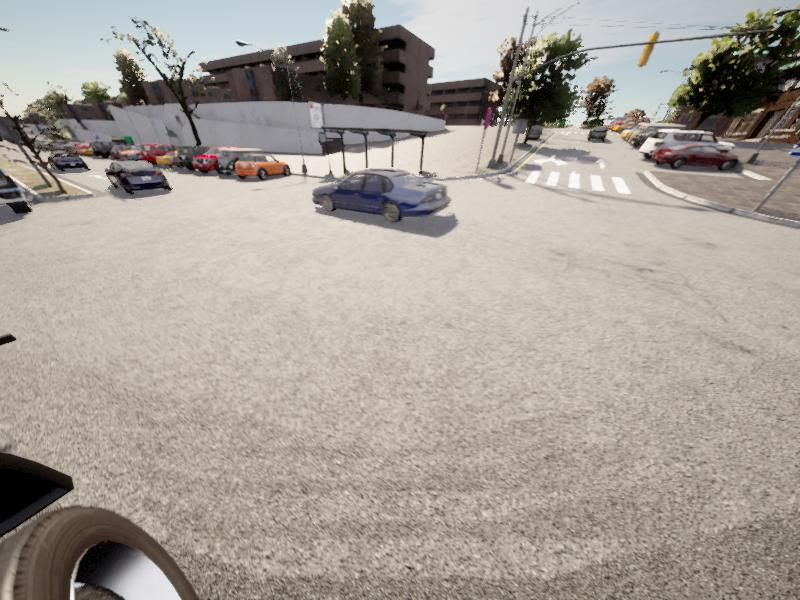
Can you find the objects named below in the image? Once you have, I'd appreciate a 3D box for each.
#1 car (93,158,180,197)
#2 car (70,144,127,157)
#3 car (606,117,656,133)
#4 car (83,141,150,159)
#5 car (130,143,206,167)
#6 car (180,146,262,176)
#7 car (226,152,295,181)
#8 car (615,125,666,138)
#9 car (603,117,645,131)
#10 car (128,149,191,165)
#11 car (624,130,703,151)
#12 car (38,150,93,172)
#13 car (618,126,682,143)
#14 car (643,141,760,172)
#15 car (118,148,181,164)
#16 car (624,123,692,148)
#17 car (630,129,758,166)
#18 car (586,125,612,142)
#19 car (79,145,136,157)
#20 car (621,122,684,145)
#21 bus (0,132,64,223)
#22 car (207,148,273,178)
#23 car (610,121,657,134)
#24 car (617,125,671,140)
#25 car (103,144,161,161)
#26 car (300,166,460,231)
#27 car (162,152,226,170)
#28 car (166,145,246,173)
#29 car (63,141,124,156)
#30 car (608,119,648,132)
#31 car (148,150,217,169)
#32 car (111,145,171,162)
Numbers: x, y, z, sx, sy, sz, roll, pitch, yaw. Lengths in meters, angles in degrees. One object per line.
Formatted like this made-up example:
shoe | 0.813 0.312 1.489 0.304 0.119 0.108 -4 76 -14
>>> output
car | -15.335 -7.232 13.426 4.792 1.488 2.163 23 40 29
car | -49.442 -24.676 38.153 1.946 1.575 5.366 8 34 9
car | 41.690 -31.724 41.871 5.566 2.045 2.435 8 41 8
car | -41.737 -22.279 34.344 2.435 2.045 5.566 7 34 9
car | -26.396 -16.782 26.675 2.435 2.045 5.566 7 34 9
car | -16.181 -13.044 21.489 2.435 2.045 5.566 8 34 9
car | -11.105 -11.055 18.944 2.185 1.767 4.553 8 34 10
car | 35.384 -24.934 34.133 4.674 1.452 2.002 8 40 9
car | 46.344 -36.540 47.928 5.566 2.045 2.435 9 36 8
car | -28.960 -17.469 28.107 2.163 1.488 4.792 7 34 9
car | 27.360 -16.782 24.235 4.892 1.521 2.231 8 40 9
car | -30.164 -12.562 20.829 4.193 1.474 1.816 20 38 25
car | 32.365 -21.664 30.122 5.366 1.575 1.946 8 40 9
car | 20.955 -10.212 16.368 4.674 1.452 2.002 8 40 9
car | -31.511 -18.397 29.348 2.231 1.521 4.892 8 34 9
car | 28.857 -18.601 26.073 4.442 1.987 1.878 8 41 9
car | 22.581 -12.070 18.154 5.566 2.045 2.435 8 40 9
car | 26.793 -22.528 31.233 2.128 1.511 4.902 21 44 24
car | -46.819 -23.970 37.176 1.946 1.575 5.366 7 34 9
car | 30.463 -20.239 28.050 4.442 1.987 1.878 8 41 9
bus | -18.442 -5.729 8.656 10.273 4.253 3.944 20 38 26
car | -13.654 -12.039 20.132 1.878 1.987 4.442 8 34 9
car | 40.323 -29.859 40.012 5.366 1.575 1.946 8 40 9
car | 33.792 -23.290 32.150 4.674 1.452 2.002 8 41 9
car | -36.635 -20.316 31.803 2.185 1.767 4.553 7 34 9
car | -0.872 -3.876 8.309 5.357 1.411 2.033 20 40 29
car | -21.299 -14.675 24.250 2.002 1.452 4.674 7 34 9
car | -18.730 -14.008 22.829 2.435 2.045 5.566 8 34 9
car | -51.959 -25.870 39.433 2.435 2.045 5.566 8 34 9
car | 43.264 -33.295 43.964 4.553 1.767 2.185 8 40 8
car | -23.813 -15.737 25.663 1.946 1.575 5.366 7 34 9
car | -34.059 -19.434 30.576 2.185 1.767 4.553 8 34 9
